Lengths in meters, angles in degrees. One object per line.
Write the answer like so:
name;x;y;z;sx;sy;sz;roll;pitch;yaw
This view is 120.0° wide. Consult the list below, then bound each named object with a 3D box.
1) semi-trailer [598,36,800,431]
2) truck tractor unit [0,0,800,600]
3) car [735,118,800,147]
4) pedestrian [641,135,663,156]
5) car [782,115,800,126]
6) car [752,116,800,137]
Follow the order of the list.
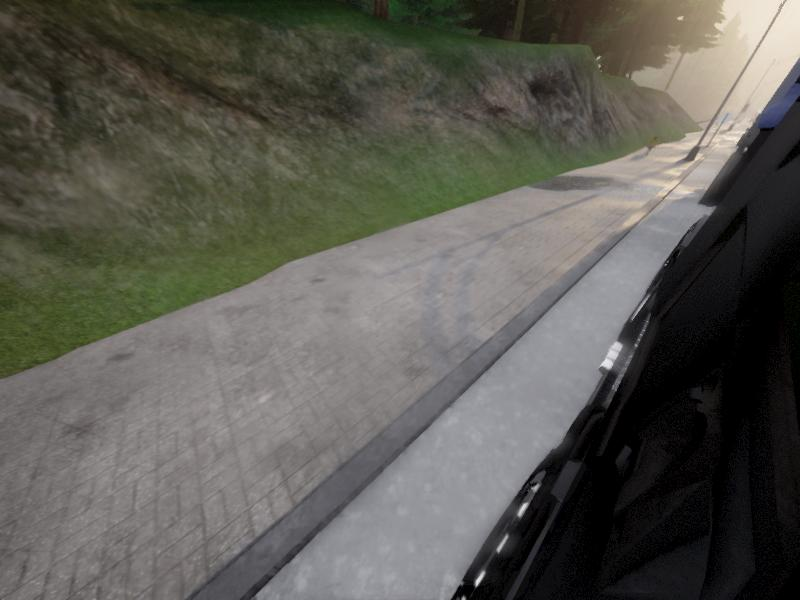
semi-trailer;8.719;-3.582;4.222;14.254;4.402;2.717;-28;43;-30
truck tractor unit;2.645;-0.295;0.351;6.516;4.208;3.053;-28;44;-30
car;29.538;-13.548;18.638;4.611;1.667;2.242;-28;44;-30
pedestrian;16.150;-9.904;14.828;0.500;1.100;0.500;25;44;32
car;69.391;-31.537;40.525;4.193;1.474;1.816;-28;44;-30
car;42.255;-19.211;25.501;2.033;1.649;4.856;18;42;27
